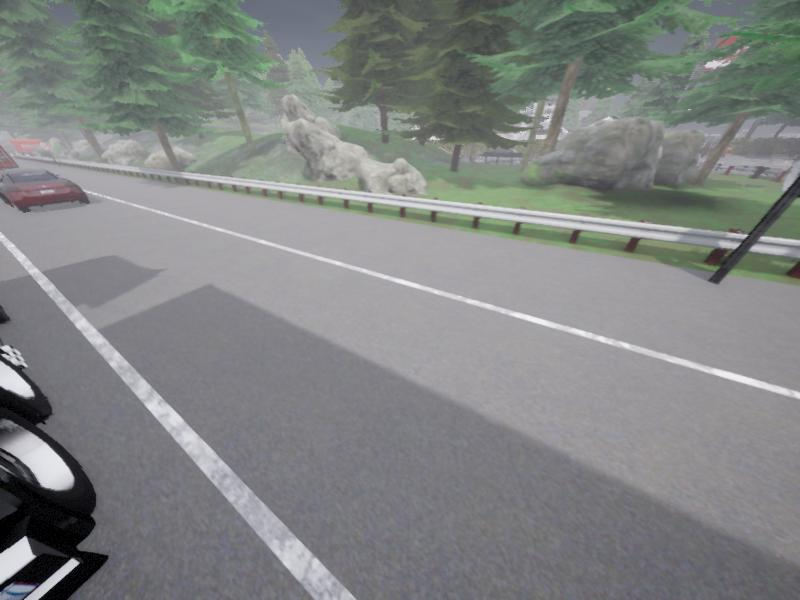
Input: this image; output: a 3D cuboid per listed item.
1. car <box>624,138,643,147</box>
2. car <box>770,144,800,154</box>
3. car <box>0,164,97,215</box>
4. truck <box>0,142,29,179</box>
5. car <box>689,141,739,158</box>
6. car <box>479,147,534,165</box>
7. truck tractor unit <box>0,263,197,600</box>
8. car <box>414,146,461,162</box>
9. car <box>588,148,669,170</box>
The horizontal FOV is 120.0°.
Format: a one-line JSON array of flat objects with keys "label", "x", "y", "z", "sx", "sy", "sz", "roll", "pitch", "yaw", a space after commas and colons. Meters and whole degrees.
[{"label": "car", "x": 65.557, "y": -44.349, "z": 64.980, "sx": 2.150, "sy": 2.045, "sz": 5.566, "roll": 18, "pitch": 39, "yaw": 24}, {"label": "car", "x": 66.101, "y": -25.082, "z": 38.291, "sx": 4.718, "sy": 1.301, "sz": 1.895, "roll": 18, "pitch": 39, "yaw": 24}, {"label": "car", "x": -15.737, "y": -4.895, "z": 9.981, "sx": 4.181, "sy": 1.385, "sz": 1.994, "roll": 18, "pitch": 39, "yaw": 24}, {"label": "truck", "x": -33.527, "y": -11.696, "z": 17.766, "sx": 8.468, "sy": 3.827, "sz": 2.891, "roll": 18, "pitch": 39, "yaw": 24}, {"label": "car", "x": 41.778, "y": -20.182, "z": 30.953, "sx": 2.242, "sy": 1.667, "sz": 4.611, "roll": 19, "pitch": 39, "yaw": 23}, {"label": "car", "x": 11.650, "y": -15.972, "z": 25.488, "sx": 5.008, "sy": 1.535, "sz": 1.882, "roll": 18, "pitch": 39, "yaw": 25}, {"label": "truck tractor unit", "x": -5.115, "y": -0.296, "z": 0.782, "sx": 6.516, "sy": 4.208, "sz": 3.053, "roll": 18, "pitch": 39, "yaw": 24}, {"label": "car", "x": 4.587, "y": -18.312, "z": 28.877, "sx": 5.366, "sy": 1.575, "sz": 1.801, "roll": 18, "pitch": 39, "yaw": 25}, {"label": "car", "x": 20.603, "y": -13.011, "z": 21.203, "sx": 4.792, "sy": 1.488, "sz": 2.163, "roll": 18, "pitch": 39, "yaw": 25}]
